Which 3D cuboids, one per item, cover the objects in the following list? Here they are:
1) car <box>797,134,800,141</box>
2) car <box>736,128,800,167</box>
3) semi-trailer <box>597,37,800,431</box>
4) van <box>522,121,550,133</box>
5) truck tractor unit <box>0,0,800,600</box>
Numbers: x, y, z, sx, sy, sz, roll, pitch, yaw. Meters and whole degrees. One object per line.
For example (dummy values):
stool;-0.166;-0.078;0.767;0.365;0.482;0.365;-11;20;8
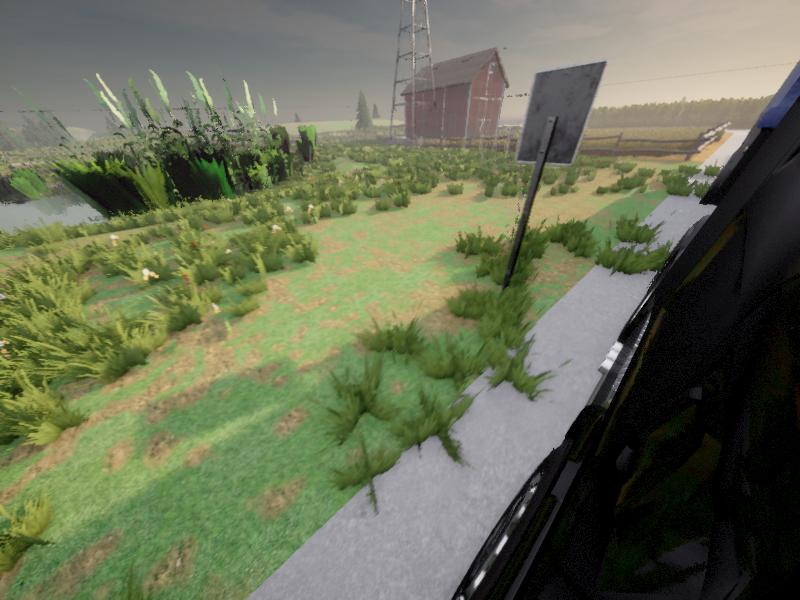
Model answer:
car;35.293;-14.063;18.822;4.611;1.667;2.242;-28;44;-30
car;19.826;-8.133;12.180;4.718;1.301;1.895;-29;44;-30
semi-trailer;8.729;-3.584;4.197;14.254;4.402;2.717;-28;44;-29
van;30.637;-39.072;52.161;2.069;2.038;4.480;-28;44;-30
truck tractor unit;2.645;-0.295;0.351;6.516;4.208;3.053;-28;44;-30
